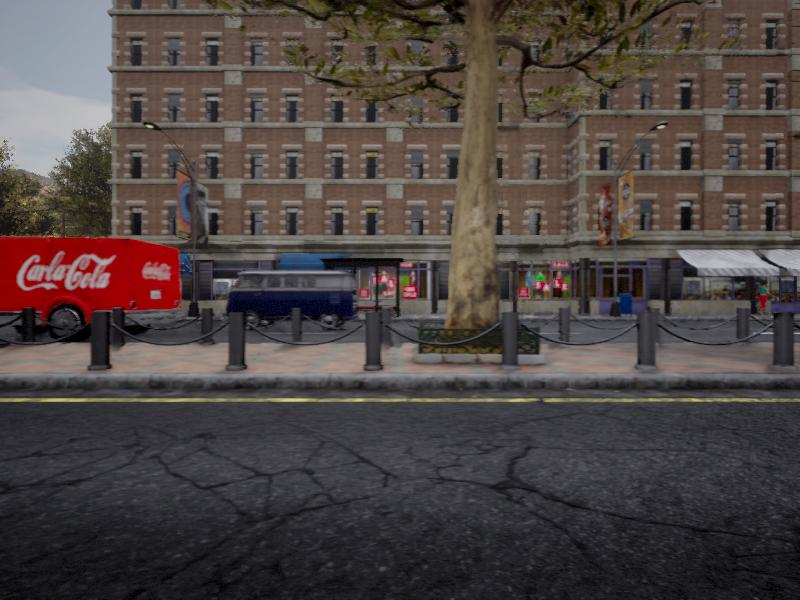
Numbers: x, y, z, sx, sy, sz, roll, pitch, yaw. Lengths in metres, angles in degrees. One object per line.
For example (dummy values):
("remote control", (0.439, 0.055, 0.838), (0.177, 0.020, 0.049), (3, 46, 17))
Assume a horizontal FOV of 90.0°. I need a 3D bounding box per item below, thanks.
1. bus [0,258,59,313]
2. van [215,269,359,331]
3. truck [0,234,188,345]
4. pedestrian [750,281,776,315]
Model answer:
("bus", (-32.910, -1.139, 31.197), (3.944, 4.253, 10.273), (0, 0, -1))
("van", (-3.709, -0.002, 13.701), (4.442, 1.987, 1.775), (0, 0, 0))
("truck", (-8.723, -0.244, 10.206), (5.204, 2.467, 2.627), (0, 0, 0))
("pedestrian", (20.452, -0.111, 22.539), (0.751, 1.860, 0.751), (0, 0, -2))
